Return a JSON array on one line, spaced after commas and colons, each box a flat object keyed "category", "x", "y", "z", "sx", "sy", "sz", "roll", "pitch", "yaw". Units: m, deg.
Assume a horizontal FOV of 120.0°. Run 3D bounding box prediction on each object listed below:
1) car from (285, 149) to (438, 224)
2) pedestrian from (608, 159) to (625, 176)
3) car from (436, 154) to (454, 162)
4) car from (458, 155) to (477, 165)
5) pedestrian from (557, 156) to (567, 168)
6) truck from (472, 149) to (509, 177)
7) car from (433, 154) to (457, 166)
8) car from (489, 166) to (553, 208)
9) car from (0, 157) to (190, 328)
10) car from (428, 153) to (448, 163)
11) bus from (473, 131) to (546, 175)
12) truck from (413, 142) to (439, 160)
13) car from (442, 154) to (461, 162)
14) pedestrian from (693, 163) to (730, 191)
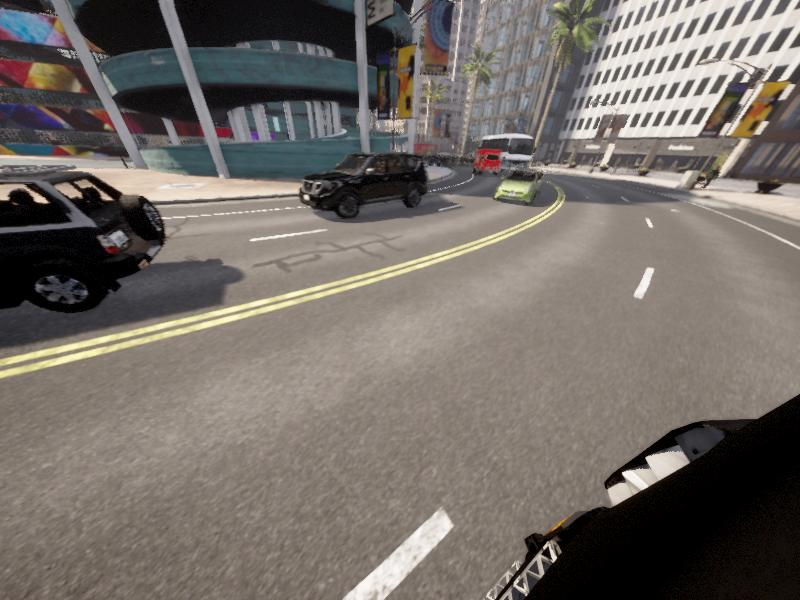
[{"category": "car", "x": -1.190, "y": -4.836, "z": 9.429, "sx": 5.566, "sy": 2.045, "sz": 2.150, "roll": -26, "pitch": 43, "yaw": -35}, {"category": "pedestrian", "x": 27.706, "y": -16.989, "z": 29.601, "sx": 0.751, "sy": 1.860, "sz": 0.751, "roll": 8, "pitch": 34, "yaw": 9}, {"category": "car", "x": 10.390, "y": -32.728, "z": 53.298, "sx": 1.994, "sy": 1.385, "sz": 4.181, "roll": -11, "pitch": 35, "yaw": -19}, {"category": "car", "x": 13.493, "y": -28.224, "z": 46.445, "sx": 1.789, "sy": 1.549, "sz": 3.705, "roll": -9, "pitch": 35, "yaw": -17}, {"category": "pedestrian", "x": 29.670, "y": -25.276, "z": 42.357, "sx": 0.751, "sy": 1.860, "sz": 0.751, "roll": 10, "pitch": 34, "yaw": 12}, {"category": "truck", "x": 10.093, "y": -15.771, "z": 26.419, "sx": 2.627, "sy": 2.467, "sz": 5.204, "roll": 7, "pitch": 33, "yaw": 5}, {"category": "car", "x": 8.085, "y": -25.552, "z": 42.082, "sx": 2.128, "sy": 1.511, "sz": 4.902, "roll": -9, "pitch": 35, "yaw": -17}, {"category": "car", "x": 6.797, "y": -6.400, "z": 12.788, "sx": 2.007, "sy": 1.525, "sz": 4.514, "roll": 22, "pitch": 38, "yaw": 28}, {"category": "car", "x": -6.271, "y": -0.747, "z": 3.036, "sx": 4.605, "sy": 1.855, "sz": 1.932, "roll": -15, "pitch": 38, "yaw": -24}, {"category": "car", "x": 8.139, "y": -30.799, "z": 50.073, "sx": 2.007, "sy": 1.525, "sz": 4.514, "roll": -11, "pitch": 35, "yaw": -19}, {"category": "bus", "x": 14.266, "y": -20.214, "z": 31.827, "sx": 3.944, "sy": 4.253, "sz": 10.273, "roll": 0, "pitch": 33, "yaw": -5}, {"category": "truck", "x": 6.531, "y": -39.195, "z": 60.672, "sx": 2.891, "sy": 3.827, "sz": 8.468, "roll": -11, "pitch": 35, "yaw": -19}, {"category": "car", "x": 12.596, "y": -34.838, "z": 56.583, "sx": 2.128, "sy": 1.511, "sz": 4.902, "roll": -11, "pitch": 35, "yaw": -19}, {"category": "pedestrian", "x": 24.879, "y": -9.817, "z": 18.490, "sx": 0.751, "sy": 1.860, "sz": 0.751, "roll": 14, "pitch": 35, "yaw": 17}]
